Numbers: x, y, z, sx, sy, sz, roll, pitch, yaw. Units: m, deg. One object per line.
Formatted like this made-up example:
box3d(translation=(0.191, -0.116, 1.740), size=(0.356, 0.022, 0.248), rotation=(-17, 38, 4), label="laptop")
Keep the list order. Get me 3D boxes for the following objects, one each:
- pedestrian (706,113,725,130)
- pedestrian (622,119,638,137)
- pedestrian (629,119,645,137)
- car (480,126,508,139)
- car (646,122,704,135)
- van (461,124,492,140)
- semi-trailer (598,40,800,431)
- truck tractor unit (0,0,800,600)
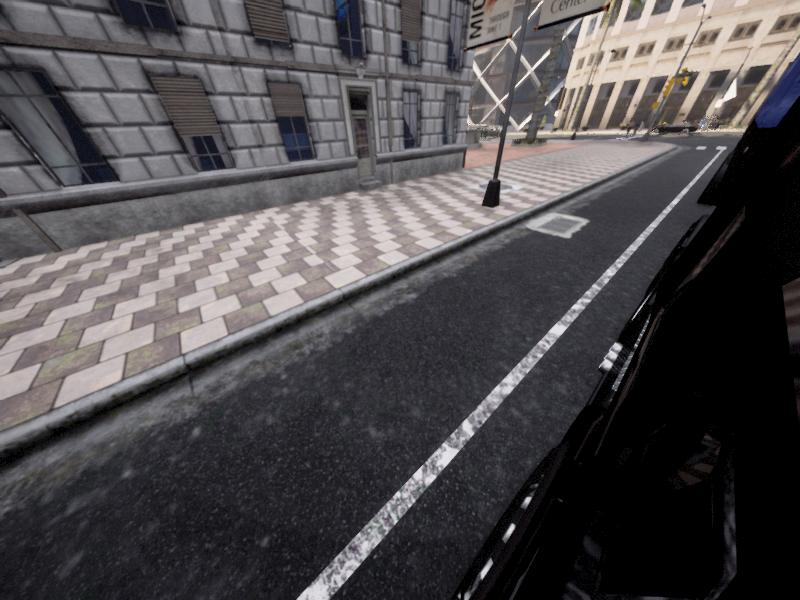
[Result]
box3d(translation=(44.994, -25.432, 32.954), size=(0.751, 1.860, 0.751), rotation=(26, 46, 33), label="pedestrian")
box3d(translation=(30.337, -22.701, 30.479), size=(0.751, 1.860, 0.751), rotation=(-27, 43, -29), label="pedestrian")
box3d(translation=(30.936, -22.474, 30.139), size=(0.751, 1.860, 0.751), rotation=(30, 47, 36), label="pedestrian")
box3d(translation=(16.139, -28.829, 39.811), size=(3.988, 1.617, 1.851), rotation=(18, 41, 25), label="car")
box3d(translation=(36.592, -22.915, 30.885), size=(1.895, 1.301, 4.718), rotation=(-28, 43, -30), label="car")
box3d(translation=(12.617, -27.673, 38.171), size=(4.442, 1.987, 1.775), rotation=(15, 40, 22), label="van")
box3d(translation=(8.696, -3.608, 4.228), size=(14.254, 4.402, 2.717), rotation=(-28, 44, -30), label="semi-trailer")
box3d(translation=(2.645, -0.295, 0.351), size=(6.516, 4.208, 3.053), rotation=(-28, 44, -30), label="truck tractor unit")
